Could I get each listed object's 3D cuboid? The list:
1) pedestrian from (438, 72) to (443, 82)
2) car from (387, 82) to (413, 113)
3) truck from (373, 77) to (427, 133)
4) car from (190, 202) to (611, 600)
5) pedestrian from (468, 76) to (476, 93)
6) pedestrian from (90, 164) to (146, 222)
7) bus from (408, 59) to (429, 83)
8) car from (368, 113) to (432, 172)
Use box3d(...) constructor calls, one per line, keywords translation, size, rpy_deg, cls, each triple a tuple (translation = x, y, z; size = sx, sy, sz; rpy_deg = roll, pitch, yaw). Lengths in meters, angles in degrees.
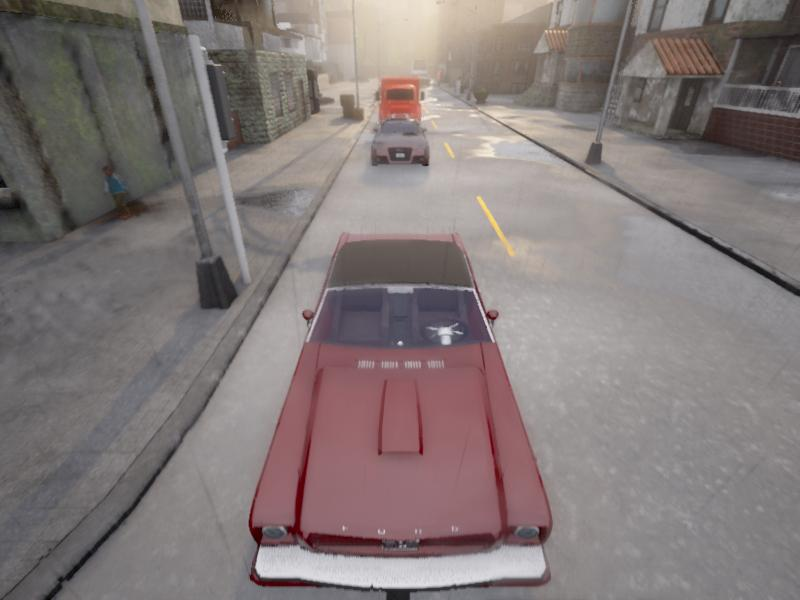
box3d(translation=(8.487, -46.288, 82.915), size=(0.751, 1.860, 0.751), rpy_deg=(-6, 31, -10), cls="pedestrian")
box3d(translation=(0.006, -15.748, 31.000), size=(1.905, 1.878, 3.866), rpy_deg=(0, 30, 0), cls="car")
box3d(translation=(0.007, -11.109, 22.516), size=(2.627, 2.467, 5.204), rpy_deg=(0, 30, 0), cls="truck")
box3d(translation=(0.004, 0.316, 4.166), size=(1.895, 1.301, 4.718), rpy_deg=(0, 30, 0), cls="car")
box3d(translation=(8.697, -26.122, 48.487), size=(0.751, 1.860, 0.751), rpy_deg=(0, 30, 0), cls="pedestrian")
box3d(translation=(-6.003, -2.287, 8.550), size=(0.500, 1.100, 0.500), rpy_deg=(0, 30, 0), cls="pedestrian")
box3d(translation=(3.894, -49.088, 85.574), size=(3.944, 4.253, 10.273), rpy_deg=(0, 30, 0), cls="bus")
box3d(translation=(0.006, -5.898, 14.699), size=(1.994, 1.385, 4.181), rpy_deg=(0, 31, 0), cls="car")
